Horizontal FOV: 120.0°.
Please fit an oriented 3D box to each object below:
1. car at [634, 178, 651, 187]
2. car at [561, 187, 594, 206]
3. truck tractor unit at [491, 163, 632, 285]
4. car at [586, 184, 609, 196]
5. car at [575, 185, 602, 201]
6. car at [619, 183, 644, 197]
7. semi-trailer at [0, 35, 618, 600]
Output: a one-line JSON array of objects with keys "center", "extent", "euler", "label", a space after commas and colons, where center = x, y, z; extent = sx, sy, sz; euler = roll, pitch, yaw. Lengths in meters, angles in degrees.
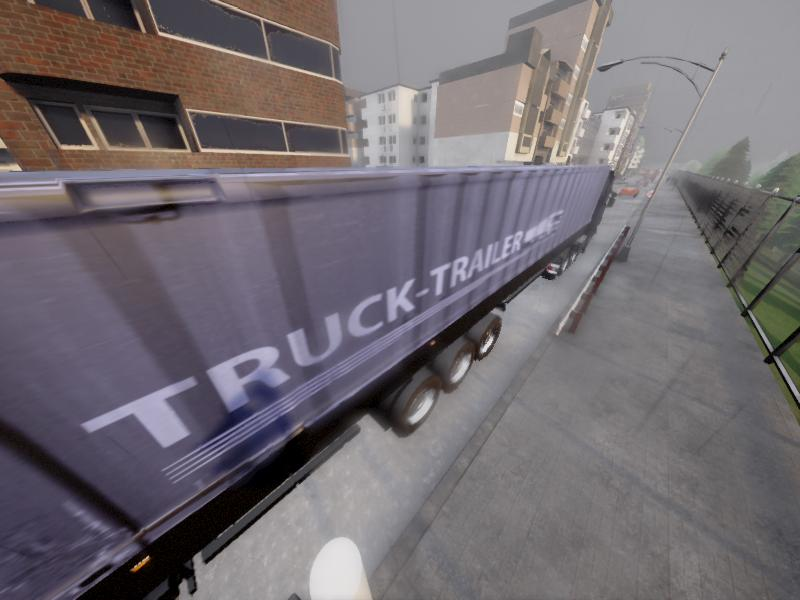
[{"center": [57.432, -27.803, 54.747], "extent": [2.152, 1.651, 5.027], "euler": [27, 39, 38], "label": "car"}, {"center": [22.786, -13.386, 29.605], "extent": [4.553, 1.767, 2.097], "euler": [-27, 39, -38], "label": "car"}, {"center": [7.775, -4.113, 11.111], "extent": [6.516, 4.208, 3.053], "euler": [-27, 39, -37], "label": "truck tractor unit"}, {"center": [32.706, -18.205, 38.270], "extent": [1.970, 1.475, 3.806], "euler": [27, 39, 38], "label": "car"}, {"center": [27.818, -15.809, 34.016], "extent": [5.366, 1.575, 1.801], "euler": [-27, 39, -38], "label": "car"}, {"center": [37.551, -17.938, 37.488], "extent": [4.553, 1.767, 2.097], "euler": [-26, 39, -38], "label": "car"}, {"center": [2.178, -1.398, 6.218], "extent": [14.254, 4.402, 2.717], "euler": [-26, 39, -38], "label": "semi-trailer"}]
